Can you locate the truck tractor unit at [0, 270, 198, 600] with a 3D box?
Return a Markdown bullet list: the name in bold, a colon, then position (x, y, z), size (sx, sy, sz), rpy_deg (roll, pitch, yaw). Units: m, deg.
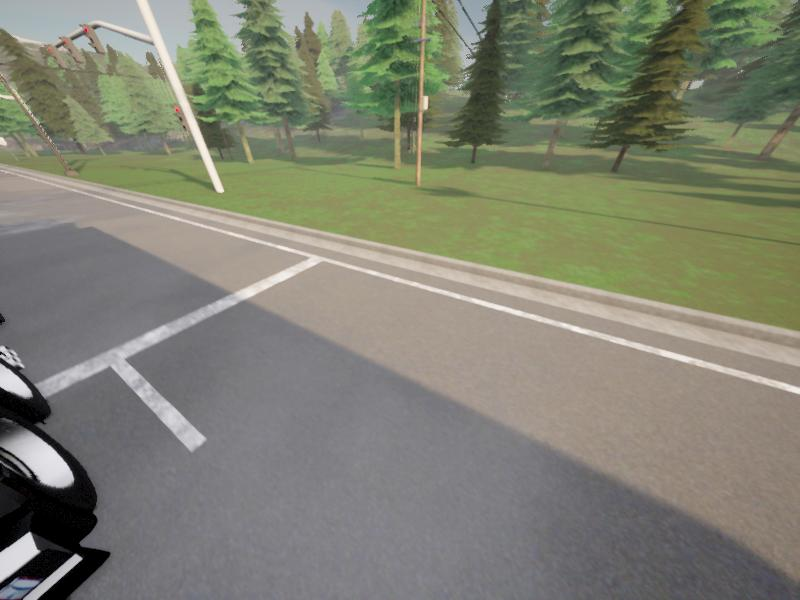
- **truck tractor unit**: position (-5.123, -0.288, 0.766), size (6.516, 4.208, 3.053), rpy_deg (18, 39, 24)
